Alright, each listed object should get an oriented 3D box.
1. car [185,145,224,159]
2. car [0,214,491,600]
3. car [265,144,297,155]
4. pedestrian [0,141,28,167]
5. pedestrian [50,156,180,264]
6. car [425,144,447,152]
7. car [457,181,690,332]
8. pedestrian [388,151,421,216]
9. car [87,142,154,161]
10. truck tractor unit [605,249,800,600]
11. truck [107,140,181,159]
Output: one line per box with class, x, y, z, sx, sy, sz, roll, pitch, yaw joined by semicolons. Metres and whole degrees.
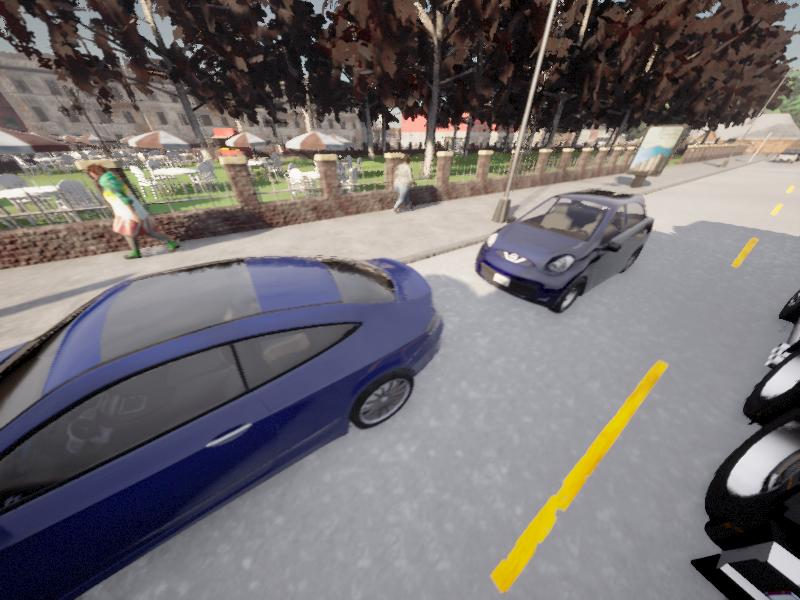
car;-27.186;-20.728;32.311;3.806;1.475;1.970;-21;40;-28
car;-1.682;0.590;1.883;4.674;1.442;1.812;-21;40;-28
car;-20.497;-25.998;39.909;4.514;1.525;2.007;-20;40;-27
pedestrian;-34.714;-12.939;20.479;0.751;1.860;0.751;-10;36;-14
pedestrian;-5.514;-1.799;4.683;0.751;1.860;0.751;-18;39;-24
car;8.064;-33.852;51.454;4.514;1.525;2.007;-20;40;-27
car;3.155;-1.154;4.359;3.633;1.501;1.845;-20;40;-27
pedestrian;0.136;-3.924;7.805;0.751;1.860;0.751;-20;40;-27
car;-34.261;-18.405;28.556;4.605;1.855;1.932;-20;40;-26
truck tractor unit;5.085;-0.325;0.820;6.516;4.208;3.053;-19;39;-25
truck;-34.907;-20.885;31.925;6.274;2.098;2.390;-21;40;-27
